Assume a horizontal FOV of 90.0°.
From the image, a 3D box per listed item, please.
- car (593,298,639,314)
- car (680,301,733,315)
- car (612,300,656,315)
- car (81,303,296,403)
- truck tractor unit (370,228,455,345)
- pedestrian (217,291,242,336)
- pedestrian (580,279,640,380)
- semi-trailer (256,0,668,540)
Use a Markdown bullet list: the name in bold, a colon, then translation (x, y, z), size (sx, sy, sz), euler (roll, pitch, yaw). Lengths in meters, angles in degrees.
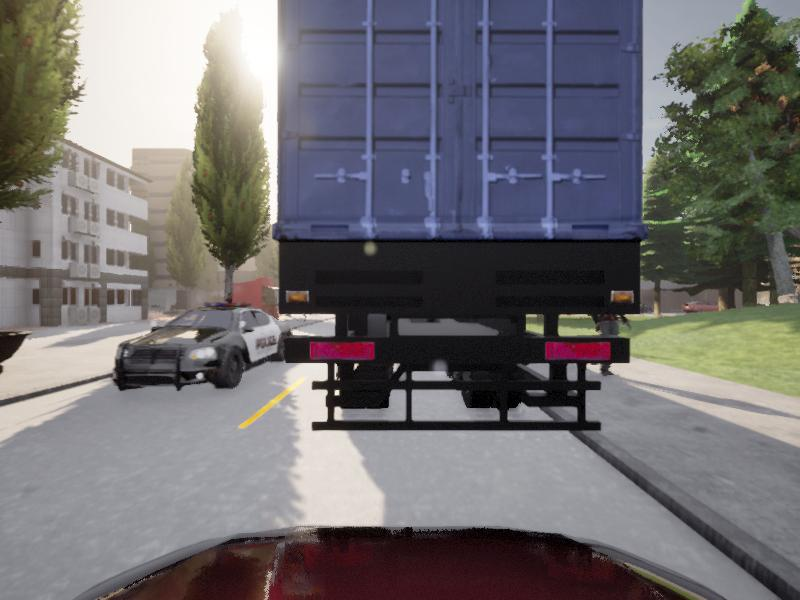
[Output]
- **car**: translation (26.679, 0.710, 49.494), size (4.605, 1.855, 1.932), euler (0, 0, 0)
- **car**: translation (34.628, 0.880, 45.307), size (4.514, 1.525, 2.007), euler (0, 0, -1)
- **car**: translation (26.570, 0.840, 45.496), size (3.988, 1.617, 1.851), euler (0, 0, 1)
- **car**: translation (-3.938, 0.839, 8.714), size (2.038, 1.542, 4.974), euler (0, 0, 0)
- **truck tractor unit**: translation (0.378, -0.503, 17.678), size (3.053, 4.208, 6.516), euler (0, 0, -1)
- **pedestrian**: translation (-7.240, 0.553, 17.046), size (0.751, 1.860, 0.751), euler (0, 0, 1)
- **pedestrian**: translation (4.036, 0.542, 7.754), size (0.751, 1.860, 0.751), euler (0, 0, -3)
- **semi-trailer**: translation (0.415, -0.605, 9.768), size (2.717, 4.402, 14.254), euler (0, 0, 0)
